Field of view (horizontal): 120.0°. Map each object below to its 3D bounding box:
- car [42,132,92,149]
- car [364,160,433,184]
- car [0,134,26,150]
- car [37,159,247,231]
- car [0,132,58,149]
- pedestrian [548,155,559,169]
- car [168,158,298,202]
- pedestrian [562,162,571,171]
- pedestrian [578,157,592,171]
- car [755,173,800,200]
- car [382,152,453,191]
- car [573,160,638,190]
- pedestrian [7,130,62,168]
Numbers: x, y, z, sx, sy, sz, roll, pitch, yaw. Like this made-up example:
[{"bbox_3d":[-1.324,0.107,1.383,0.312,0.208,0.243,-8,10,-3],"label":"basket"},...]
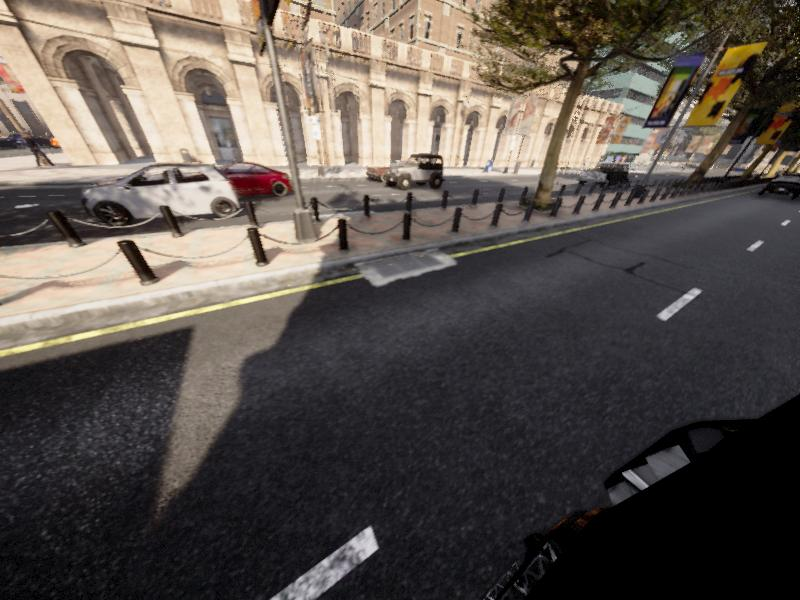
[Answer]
[{"bbox_3d":[-46.043,-22.116,32.128,2.097,1.767,4.553,-16,38,-26],"label":"car"},{"bbox_3d":[-0.093,-9.532,17.098,4.718,1.301,1.895,-16,38,-26],"label":"car"},{"bbox_3d":[-45.591,-17.601,25.735,2.033,1.411,5.357,-16,38,-26],"label":"car"},{"bbox_3d":[-7.037,-3.315,7.026,3.633,1.501,1.845,-16,38,-26],"label":"car"},{"bbox_3d":[-49.208,-21.272,30.777,2.152,1.651,5.027,-16,38,-25],"label":"car"},{"bbox_3d":[25.487,-22.942,38.364,0.751,1.860,0.751,-9,36,-18],"label":"pedestrian"},{"bbox_3d":[-7.127,-5.459,10.388,4.181,1.385,1.994,-16,38,-26],"label":"car"},{"bbox_3d":[24.387,-19.532,33.841,0.500,1.100,0.500,-9,35,-17],"label":"pedestrian"},{"bbox_3d":[28.477,-20.886,35.497,0.751,1.860,0.751,-11,36,-20],"label":"pedestrian"},{"bbox_3d":[32.315,-9.526,19.220,5.238,1.638,1.930,-16,38,-26],"label":"car"},{"bbox_3d":[1.038,-8.017,14.376,3.866,1.878,1.905,-16,38,-26],"label":"car"},{"bbox_3d":[16.950,-10.336,19.070,4.605,1.855,1.932,-16,38,-26],"label":"car"},{"bbox_3d":[-22.020,-9.092,13.969,0.751,1.860,0.751,-1,34,-6],"label":"pedestrian"}]
